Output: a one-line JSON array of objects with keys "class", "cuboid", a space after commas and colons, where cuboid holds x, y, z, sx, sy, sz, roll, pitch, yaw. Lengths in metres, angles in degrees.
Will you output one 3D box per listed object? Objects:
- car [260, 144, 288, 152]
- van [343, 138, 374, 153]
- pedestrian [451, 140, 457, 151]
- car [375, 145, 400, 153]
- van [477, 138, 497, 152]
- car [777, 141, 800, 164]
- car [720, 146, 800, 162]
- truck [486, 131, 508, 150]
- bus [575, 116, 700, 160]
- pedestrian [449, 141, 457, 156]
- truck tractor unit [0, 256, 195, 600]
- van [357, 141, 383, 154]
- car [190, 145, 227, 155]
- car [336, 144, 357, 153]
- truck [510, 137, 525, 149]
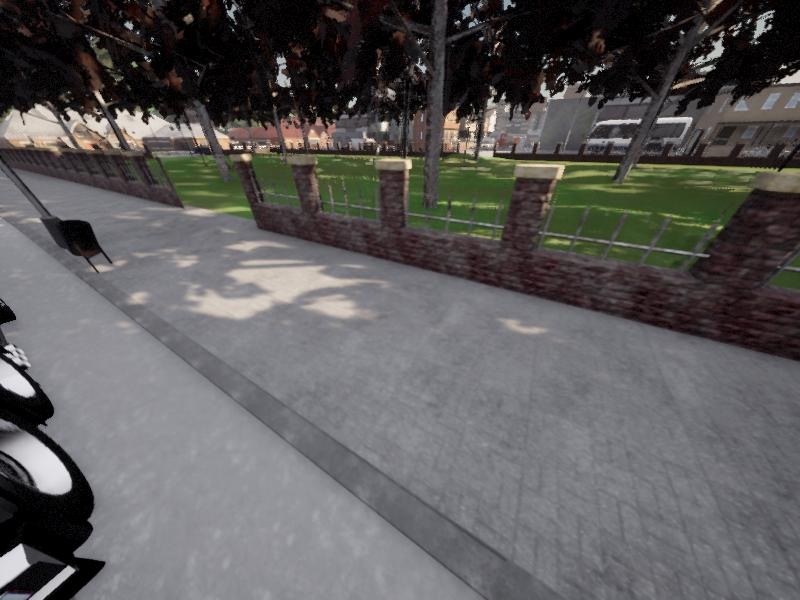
[{"class": "car", "cuboid": [-29.492, -35.591, 54.123, 5.357, 1.411, 2.033, -18, 38, -23]}, {"class": "van", "cuboid": [-8.907, -33.292, 49.741, 6.366, 2.431, 2.351, 18, 39, 24]}, {"class": "pedestrian", "cuboid": [11.411, -32.404, 48.550, 0.751, 1.860, 0.751, 29, 44, 35]}, {"class": "car", "cuboid": [-2.533, -30.546, 46.735, 4.718, 1.301, 1.895, 20, 40, 26]}, {"class": "van", "cuboid": [19.509, -34.752, 51.593, 2.351, 2.431, 6.366, 19, 39, 25]}, {"class": "car", "cuboid": [41.612, -14.221, 22.401, 4.605, 1.855, 1.932, 19, 39, 23]}, {"class": "car", "cuboid": [41.140, -16.824, 26.534, 4.674, 1.442, 1.812, 18, 39, 24]}, {"class": "truck", "cuboid": [25.172, -41.171, 59.542, 2.891, 3.827, 8.468, 18, 39, 25]}, {"class": "bus", "cuboid": [30.284, -21.365, 30.688, 10.273, 4.253, 3.944, 18, 39, 24]}, {"class": "pedestrian", "cuboid": [8.059, -23.116, 35.260, 0.751, 1.860, 0.751, 25, 42, 32]}, {"class": "truck tractor unit", "cuboid": [-5.097, -0.314, 0.801, 6.516, 4.208, 3.053, 19, 39, 25]}, {"class": "van", "cuboid": [-5.769, -29.328, 44.409, 4.442, 1.987, 1.775, 17, 38, 23]}, {"class": "car", "cuboid": [-37.388, -29.491, 45.306, 1.882, 1.535, 5.008, 18, 39, 24]}, {"class": "car", "cuboid": [-10.952, -30.854, 47.044, 3.633, 1.501, 1.845, 17, 38, 23]}, {"class": "truck", "cuboid": [33.025, -43.945, 64.659, 2.627, 2.467, 5.204, 18, 39, 24]}]
